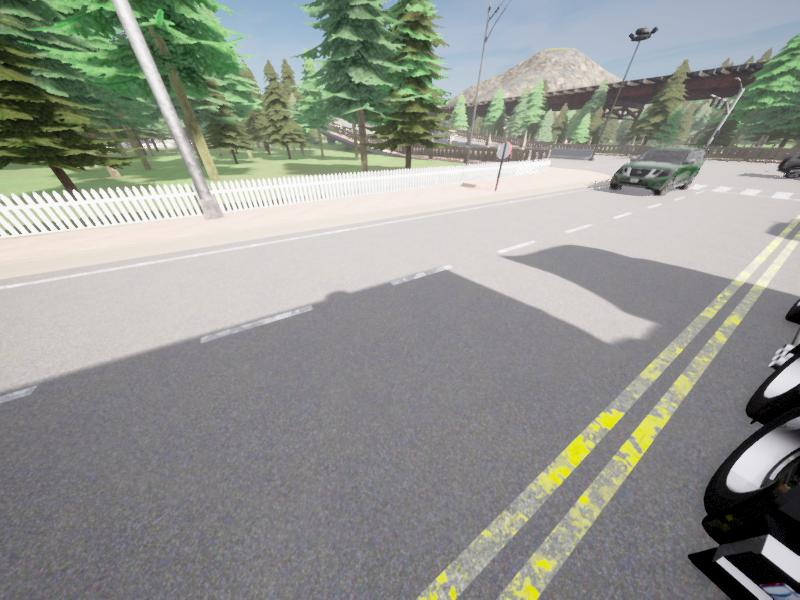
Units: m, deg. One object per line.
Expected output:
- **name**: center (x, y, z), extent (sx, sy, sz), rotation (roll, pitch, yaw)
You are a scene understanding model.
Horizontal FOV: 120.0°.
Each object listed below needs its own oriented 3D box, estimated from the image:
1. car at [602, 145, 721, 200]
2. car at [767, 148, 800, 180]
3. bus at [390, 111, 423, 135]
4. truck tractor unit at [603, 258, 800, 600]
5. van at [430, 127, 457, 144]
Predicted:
- **car**: center (13.782, -6.898, 12.203), extent (5.566, 2.045, 2.150), rotation (-18, 39, -25)
- **car**: center (29.641, -9.116, 15.651), extent (1.932, 1.855, 4.605), rotation (-20, 40, -26)
- **bus**: center (1.489, -50.013, 65.215), extent (3.944, 4.253, 10.273), rotation (-20, 47, -26)
- **truck tractor unit**: center (5.100, -0.311, 0.799), extent (6.516, 4.208, 3.053), rotation (-19, 39, -25)
- **van**: center (10.383, -39.530, 55.507), extent (2.351, 2.431, 6.366), rotation (-20, 47, -26)
